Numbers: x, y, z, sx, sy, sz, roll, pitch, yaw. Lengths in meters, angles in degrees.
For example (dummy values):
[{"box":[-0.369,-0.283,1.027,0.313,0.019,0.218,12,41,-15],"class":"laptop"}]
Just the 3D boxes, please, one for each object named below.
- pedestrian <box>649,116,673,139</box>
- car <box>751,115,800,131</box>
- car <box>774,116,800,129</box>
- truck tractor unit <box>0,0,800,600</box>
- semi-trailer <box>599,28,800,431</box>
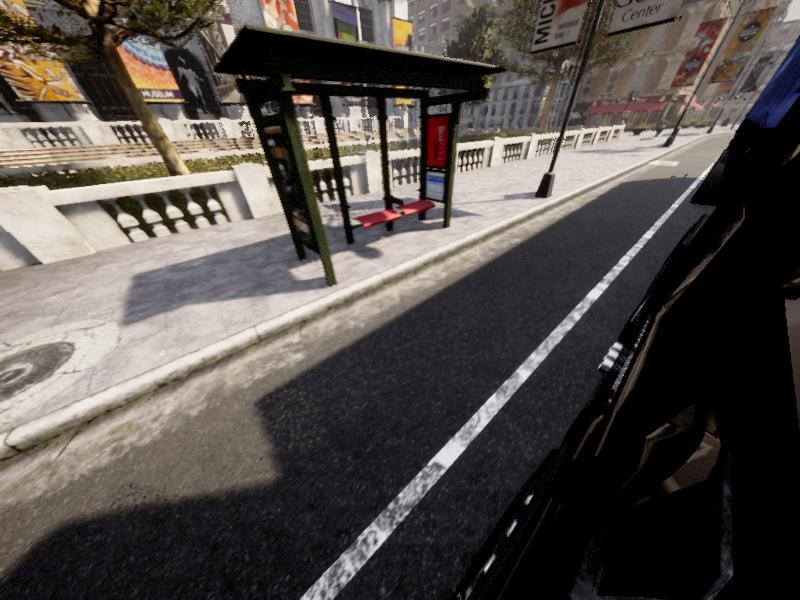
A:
[{"box":[26.298,-17.364,23.288,0.751,1.860,0.751,-21,40,-23],"class":"pedestrian"},{"box":[47.688,-22.314,29.146,4.674,1.452,2.002,-14,38,-14],"class":"car"},{"box":[53.159,-23.444,30.426,4.718,1.301,1.895,-8,37,-7],"class":"car"},{"box":[2.645,-0.295,0.351,6.516,4.208,3.053,-28,44,-30],"class":"truck tractor unit"},{"box":[8.627,-3.656,4.292,14.254,4.402,2.717,-29,44,-30],"class":"semi-trailer"}]
